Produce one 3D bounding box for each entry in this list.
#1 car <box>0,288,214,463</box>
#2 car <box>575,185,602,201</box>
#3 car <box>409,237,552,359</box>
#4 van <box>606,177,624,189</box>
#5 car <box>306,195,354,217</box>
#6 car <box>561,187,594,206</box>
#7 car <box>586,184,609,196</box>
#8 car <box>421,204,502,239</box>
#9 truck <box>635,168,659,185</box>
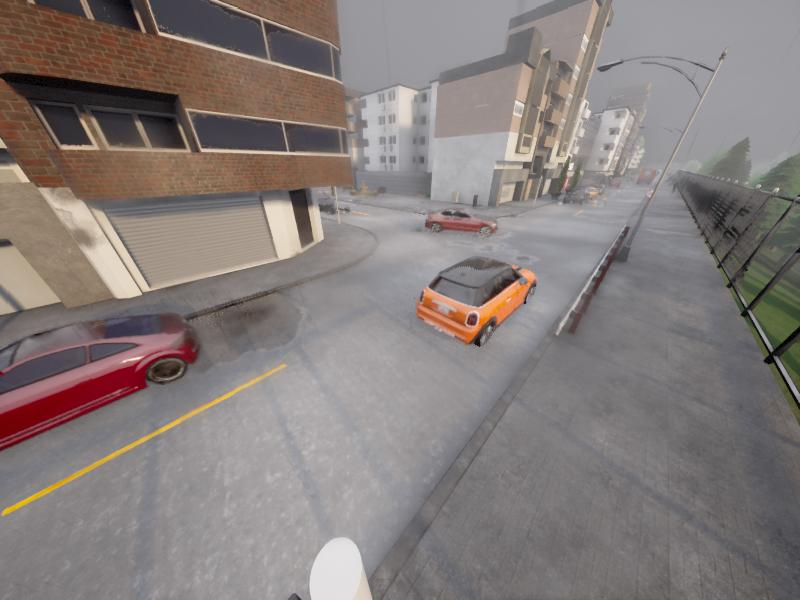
[{"bbox_3d":[-6.608,1.389,4.440,1.994,1.385,4.181,25,39,37],"label":"car"},{"bbox_3d":[27.818,-15.809,34.016,5.366,1.575,1.801,-27,39,-38],"label":"car"},{"bbox_3d":[2.622,-0.485,7.259,4.553,1.767,2.097,-27,39,-38],"label":"car"},{"bbox_3d":[47.338,-25.742,50.813,4.442,1.987,1.775,-27,39,-38],"label":"van"},{"bbox_3d":[-7.207,-9.634,23.507,5.357,1.411,2.033,27,39,38],"label":"car"},{"bbox_3d":[22.786,-13.386,29.605,4.553,1.767,2.097,-27,39,-38],"label":"car"},{"bbox_3d":[32.706,-18.205,38.270,1.970,1.475,3.806,27,39,38],"label":"car"},{"bbox_3d":[4.246,-5.596,16.284,5.027,1.651,2.152,9,31,15],"label":"car"},{"bbox_3d":[66.329,-33.203,61.891,8.468,3.827,2.891,-27,39,-38],"label":"truck"}]
